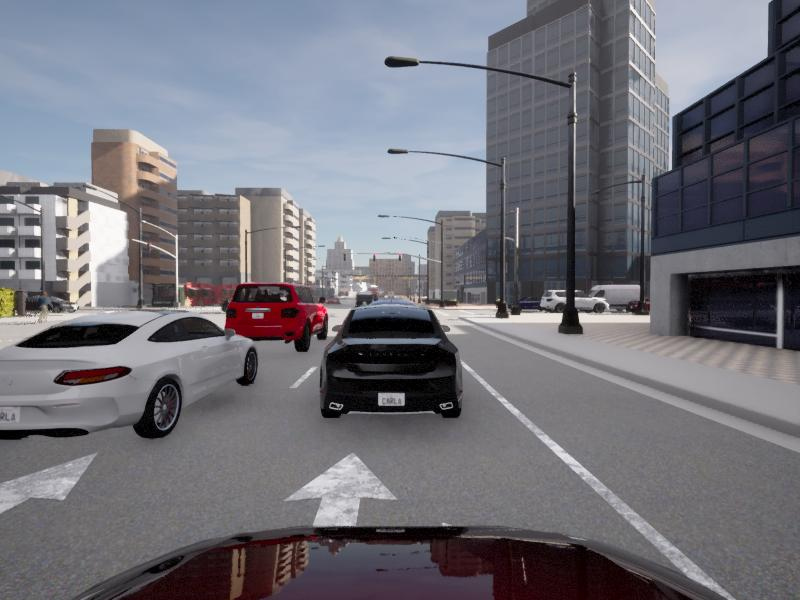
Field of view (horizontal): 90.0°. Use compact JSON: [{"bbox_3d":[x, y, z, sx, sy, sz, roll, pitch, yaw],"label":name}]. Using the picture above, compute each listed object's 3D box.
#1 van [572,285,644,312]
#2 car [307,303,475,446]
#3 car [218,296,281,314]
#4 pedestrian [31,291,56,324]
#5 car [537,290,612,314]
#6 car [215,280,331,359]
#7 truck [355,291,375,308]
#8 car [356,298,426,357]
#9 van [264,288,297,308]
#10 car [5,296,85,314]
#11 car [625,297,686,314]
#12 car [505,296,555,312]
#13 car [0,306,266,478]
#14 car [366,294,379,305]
[{"bbox_3d":[19.906,-0.155,38.479,5.915,2.561,1.988,0,1,-1],"label":"van"},{"bbox_3d":[-0.149,0.835,6.827,1.837,1.490,4.892,0,0,-1],"label":"car"},{"bbox_3d":[-13.116,0.432,35.175,4.792,1.488,2.163,0,1,-7],"label":"car"},{"bbox_3d":[-20.370,0.411,22.869,0.751,1.860,0.751,0,1,-3],"label":"pedestrian"},{"bbox_3d":[15.170,0.153,34.941,5.566,2.045,2.150,0,1,-1],"label":"car"},{"bbox_3d":[-3.796,0.479,13.206,2.150,2.045,5.566,0,1,-1],"label":"car"},{"bbox_3d":[-4.587,-0.076,53.530,2.390,2.098,6.274,0,0,-2],"label":"truck"},{"bbox_3d":[-0.289,0.737,13.310,1.882,1.535,5.008,0,1,-1],"label":"car"},{"bbox_3d":[-15.145,-0.233,51.184,2.351,2.431,6.366,0,0,-1],"label":"van"},{"bbox_3d":[-30.277,0.413,34.256,4.902,1.511,2.128,0,1,-1],"label":"car"},{"bbox_3d":[22.343,0.440,35.044,4.193,1.474,1.816,0,1,-1],"label":"car"},{"bbox_3d":[12.427,0.376,38.379,4.193,1.474,1.816,0,1,-1],"label":"car"},{"bbox_3d":[-3.631,0.861,5.908,1.812,1.442,4.674,0,0,-1],"label":"car"},{"bbox_3d":[-5.239,-0.149,77.347,2.150,2.045,5.566,0,0,-1],"label":"car"}]
